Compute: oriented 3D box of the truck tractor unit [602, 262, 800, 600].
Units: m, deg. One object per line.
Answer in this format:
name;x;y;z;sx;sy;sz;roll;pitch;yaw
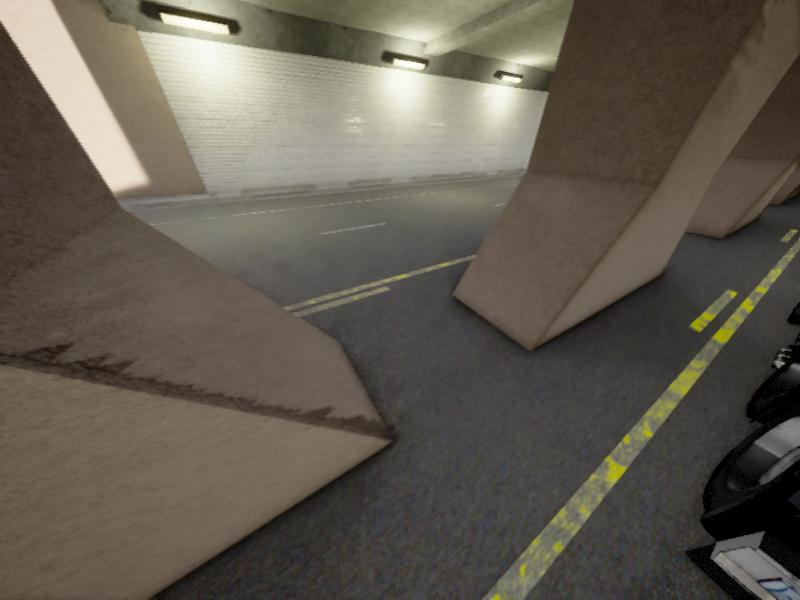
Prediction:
truck tractor unit;5.112;-0.298;0.790;6.516;4.208;3.053;-18;39;-24
